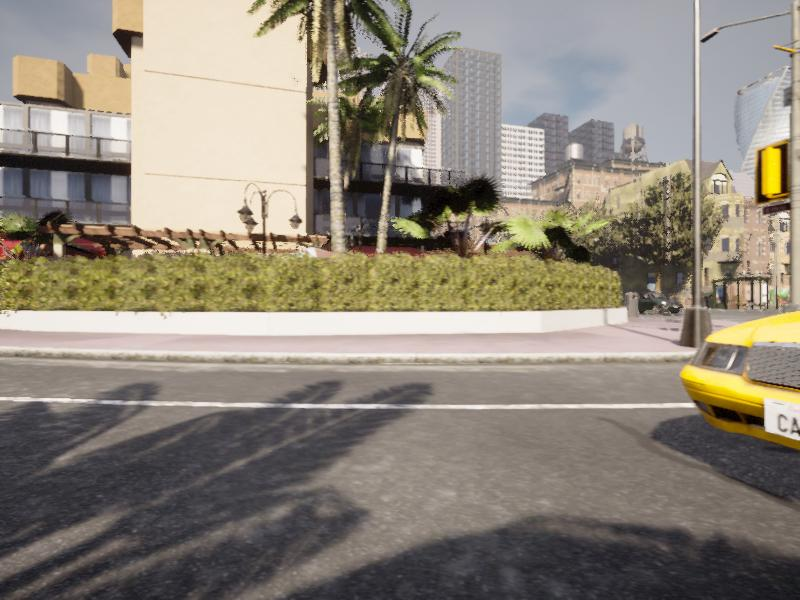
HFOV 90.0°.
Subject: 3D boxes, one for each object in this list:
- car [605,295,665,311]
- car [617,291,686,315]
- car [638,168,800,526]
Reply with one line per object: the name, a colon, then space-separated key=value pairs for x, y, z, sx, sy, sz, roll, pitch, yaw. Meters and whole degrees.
car: x=22.337 y=0.274 z=38.307 sx=2.163 sy=1.488 sz=4.792 roll=0 pitch=0 yaw=-16
car: x=17.819 y=0.205 z=28.551 sx=1.851 sy=1.617 sz=3.988 roll=0 pitch=0 yaw=-16
car: x=4.377 y=0.203 z=2.336 sx=5.366 sy=1.575 sz=1.801 roll=0 pitch=0 yaw=-13
